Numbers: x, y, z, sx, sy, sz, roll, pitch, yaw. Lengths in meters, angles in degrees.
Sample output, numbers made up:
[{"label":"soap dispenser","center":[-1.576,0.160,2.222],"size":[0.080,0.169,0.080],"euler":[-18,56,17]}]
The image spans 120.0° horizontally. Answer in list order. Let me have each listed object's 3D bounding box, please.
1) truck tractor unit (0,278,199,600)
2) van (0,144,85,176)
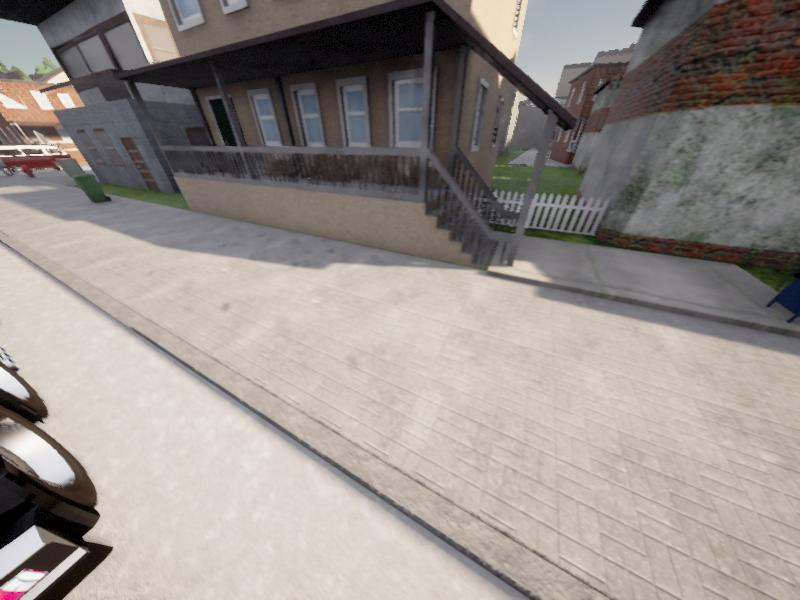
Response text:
[{"label":"truck tractor unit","center":[-5.138,-0.272,0.744],"size":[6.516,4.208,3.053],"euler":[17,39,23]},{"label":"van","center":[-32.274,-12.419,20.370],"size":[2.069,2.038,4.480],"euler":[14,38,21]}]
